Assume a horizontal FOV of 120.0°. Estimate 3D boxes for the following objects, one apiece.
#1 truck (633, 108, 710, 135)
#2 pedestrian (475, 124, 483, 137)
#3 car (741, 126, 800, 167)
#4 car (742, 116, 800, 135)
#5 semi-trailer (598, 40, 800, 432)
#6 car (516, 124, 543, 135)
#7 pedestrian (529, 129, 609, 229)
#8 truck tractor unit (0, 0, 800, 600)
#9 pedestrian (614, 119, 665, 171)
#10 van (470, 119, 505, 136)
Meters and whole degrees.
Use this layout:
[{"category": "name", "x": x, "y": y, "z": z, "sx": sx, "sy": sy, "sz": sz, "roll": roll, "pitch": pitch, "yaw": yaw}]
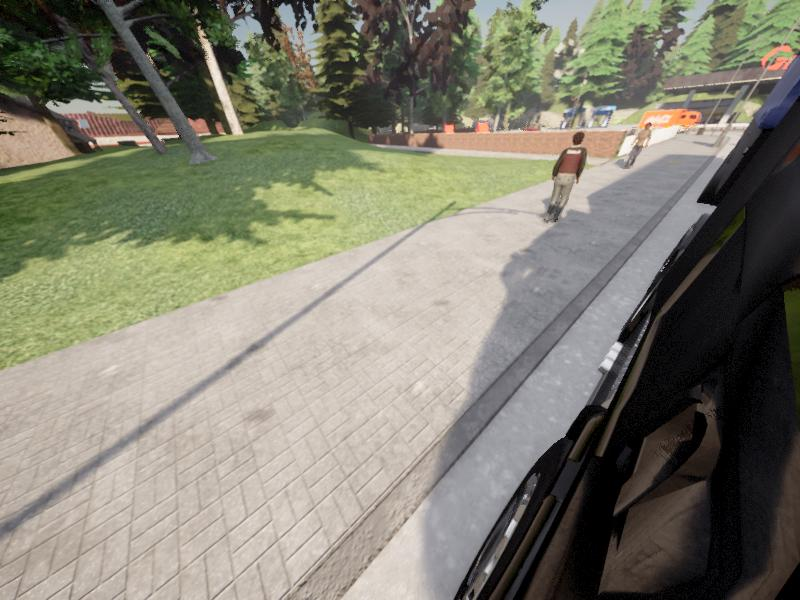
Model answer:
[{"category": "truck", "x": 33.506, "y": -22.094, "z": 28.749, "sx": 2.627, "sy": 2.467, "sz": 5.204, "roll": -24, "pitch": 42, "yaw": -26}, {"category": "pedestrian", "x": 14.305, "y": -30.847, "z": 41.971, "sx": 0.751, "sy": 1.860, "sz": 0.751, "roll": -18, "pitch": 40, "yaw": -19}, {"category": "car", "x": 19.431, "y": -7.826, "z": 11.629, "sx": 4.181, "sy": 1.385, "sz": 1.994, "roll": -28, "pitch": 44, "yaw": -29}, {"category": "car", "x": 39.137, "y": -17.993, "z": 23.775, "sx": 1.812, "sy": 1.442, "sz": 4.674, "roll": 6, "pitch": 38, "yaw": 12}, {"category": "semi-trailer", "x": 8.690, "y": -3.622, "z": 4.220, "sx": 14.254, "sy": 4.402, "sz": 2.717, "roll": -28, "pitch": 44, "yaw": -30}, {"category": "car", "x": 24.290, "y": -32.103, "z": 43.442, "sx": 1.789, "sy": 1.549, "sz": 3.705, "roll": -28, "pitch": 44, "yaw": -30}, {"category": "pedestrian", "x": 3.745, "y": -2.708, "z": 5.250, "sx": 0.751, "sy": 1.860, "sz": 0.751, "roll": -32, "pitch": 46, "yaw": -33}, {"category": "truck tractor unit", "x": 2.645, "y": -0.295, "z": 0.352, "sx": 6.516, "sy": 4.208, "sz": 3.053, "roll": -28, "pitch": 44, "yaw": -30}, {"category": "pedestrian", "x": 10.714, "y": -6.926, "z": 10.393, "sx": 0.751, "sy": 1.860, "sz": 0.751, "roll": -27, "pitch": 43, "yaw": -28}, {"category": "van", "x": 17.067, "y": -33.721, "z": 45.259, "sx": 1.988, "sy": 2.561, "sz": 5.915, "roll": -28, "pitch": 43, "yaw": -30}]
